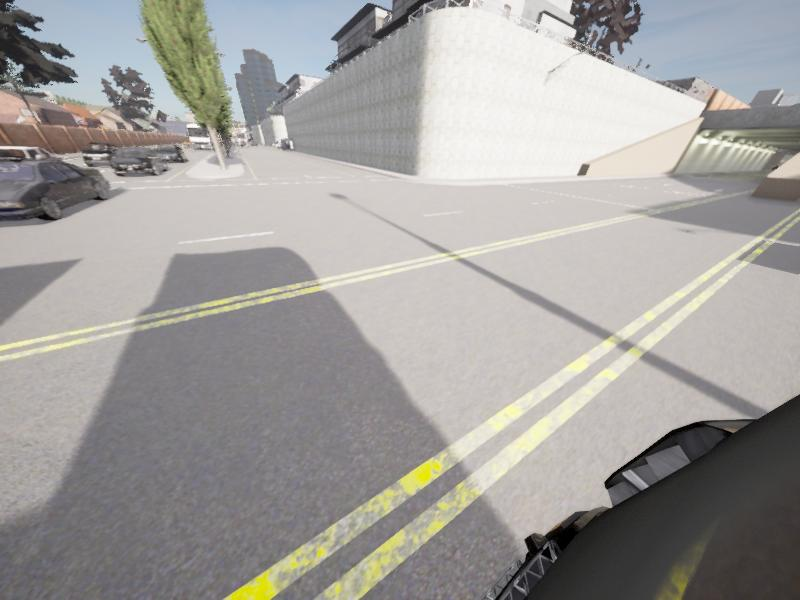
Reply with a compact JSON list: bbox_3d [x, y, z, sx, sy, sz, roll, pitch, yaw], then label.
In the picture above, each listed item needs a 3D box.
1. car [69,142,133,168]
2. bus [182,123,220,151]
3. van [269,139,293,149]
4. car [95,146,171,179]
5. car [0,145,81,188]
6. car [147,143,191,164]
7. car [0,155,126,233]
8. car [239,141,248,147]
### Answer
[{"bbox_3d":[-23.433,-11.573,18.332,1.789,1.549,3.705,-16,38,-26],"label":"car"},{"bbox_3d":[-40.765,-33.549,47.745,3.944,4.253,10.273,-16,38,-26],"label":"bus"},{"bbox_3d":[-36.659,-48.156,71.475,5.915,2.561,1.988,-6,34,-9],"label":"van"},{"bbox_3d":[-16.914,-9.027,15.005,1.837,1.490,4.892,-16,38,-26],"label":"car"},{"bbox_3d":[-18.226,-6.474,11.094,1.970,1.475,3.806,-16,38,-26],"label":"car"},{"bbox_3d":[-22.308,-14.283,22.512,2.007,1.525,4.514,-16,38,-26],"label":"car"},{"bbox_3d":[-11.508,-3.560,7.247,2.033,1.411,5.357,-15,37,-24],"label":"car"},{"bbox_3d":[-53.940,-53.880,79.650,2.033,1.649,4.856,-16,38,-26],"label":"car"}]
